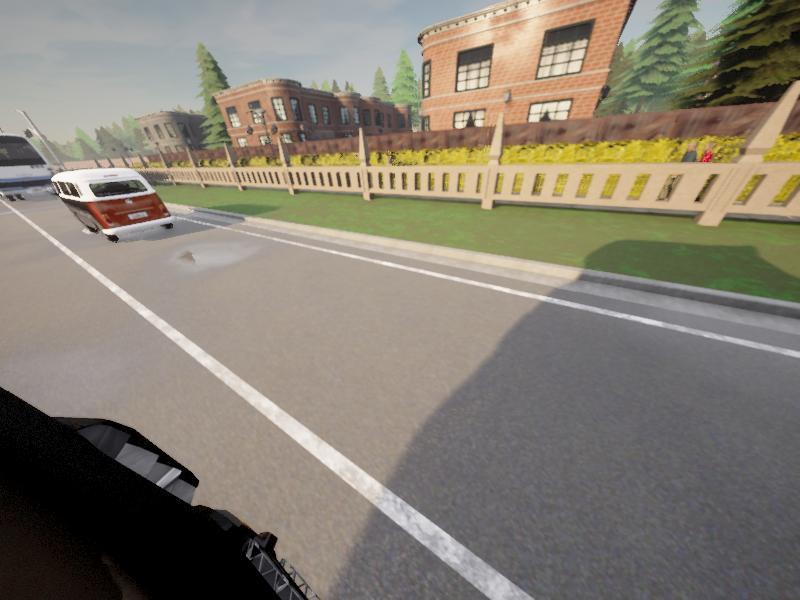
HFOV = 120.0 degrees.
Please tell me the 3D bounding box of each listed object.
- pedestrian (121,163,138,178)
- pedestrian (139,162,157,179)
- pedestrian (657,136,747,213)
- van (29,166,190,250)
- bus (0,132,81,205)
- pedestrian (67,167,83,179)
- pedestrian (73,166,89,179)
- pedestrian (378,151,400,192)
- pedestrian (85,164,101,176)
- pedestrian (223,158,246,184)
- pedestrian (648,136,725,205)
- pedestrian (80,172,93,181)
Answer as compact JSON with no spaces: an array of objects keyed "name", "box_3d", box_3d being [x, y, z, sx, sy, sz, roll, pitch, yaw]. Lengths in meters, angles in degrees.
[{"name":"pedestrian","box_3d":[-39.565,-18.975,33.802,0.751,1.860,0.751,19,39,30]},{"name":"pedestrian","box_3d":[-32.406,-16.656,29.722,0.751,1.860,0.751,17,38,27]},{"name":"pedestrian","box_3d":[8.616,-3.620,6.734,0.751,1.860,0.751,17,38,27]},{"name":"van","box_3d":[-10.194,-3.465,8.182,4.480,2.038,2.069,17,38,27]},{"name":"bus","box_3d":[-32.210,-10.837,19.081,10.273,4.253,3.944,16,38,27]},{"name":"pedestrian","box_3d":[-57.064,-22.329,40.554,0.751,1.860,0.751,20,40,31]},{"name":"pedestrian","box_3d":[-56.328,-22.512,40.772,0.751,1.860,0.751,19,39,29]},{"name":"pedestrian","box_3d":[-0.578,-6.990,12.563,0.751,1.860,0.751,16,38,26]},{"name":"pedestrian","box_3d":[-56.523,-23.882,42.578,0.751,1.860,0.751,9,35,17]},{"name":"pedestrian","box_3d":[-14.340,-11.195,20.020,0.751,1.860,0.751,17,38,27]},{"name":"pedestrian","box_3d":[9.196,-4.183,7.537,0.751,1.860,0.751,17,38,28]},{"name":"pedestrian","box_3d":[-42.744,-16.799,31.464,0.500,1.100,0.500,15,37,25]}]
